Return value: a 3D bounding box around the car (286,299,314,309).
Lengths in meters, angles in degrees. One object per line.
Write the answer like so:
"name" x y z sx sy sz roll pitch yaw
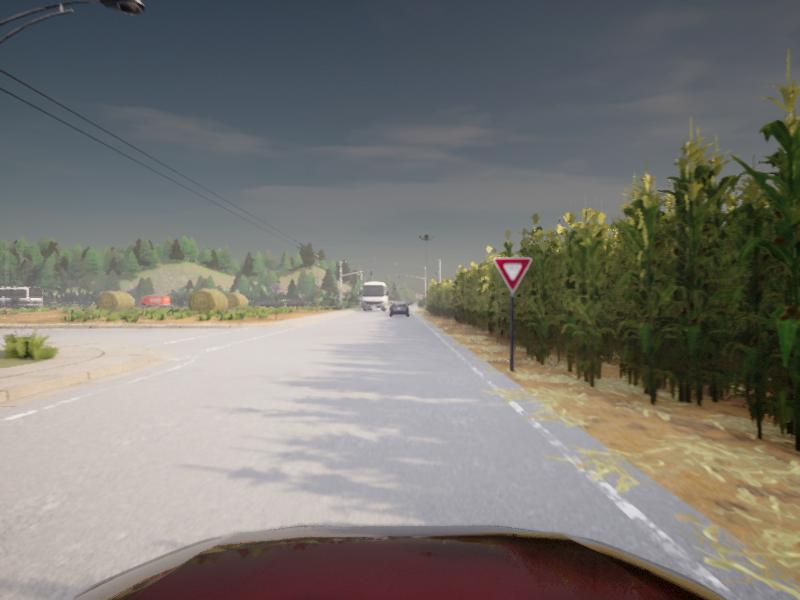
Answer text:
"car" -18.088 0.760 72.516 4.553 1.767 2.097 0 0 3

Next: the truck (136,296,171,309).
"truck" -47.669 0.427 77.501 5.204 2.467 2.627 0 0 3

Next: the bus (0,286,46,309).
"bus" -76.593 -0.464 78.829 10.273 4.253 3.944 0 0 3

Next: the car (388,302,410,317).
"car" -0.069 0.909 41.734 2.163 1.488 4.792 0 0 0

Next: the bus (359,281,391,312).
"bus" -3.422 -0.451 58.900 3.944 4.253 10.273 0 0 1
